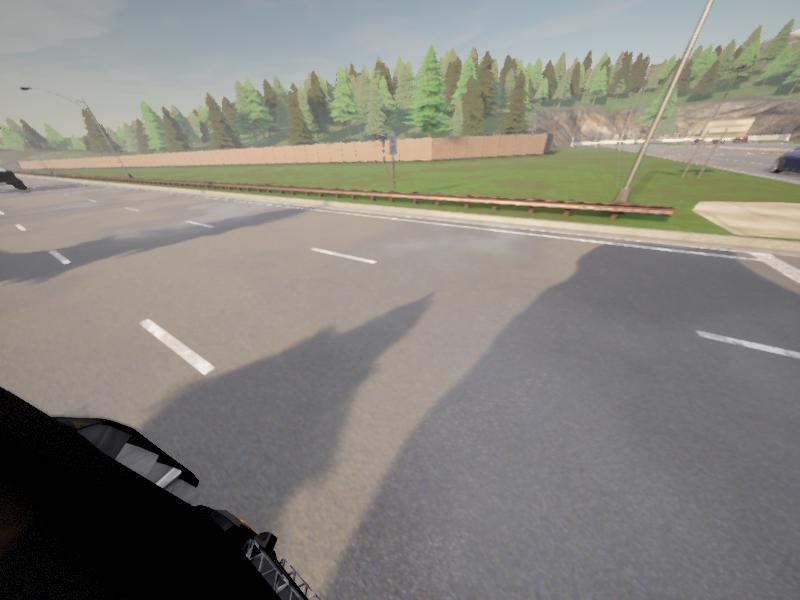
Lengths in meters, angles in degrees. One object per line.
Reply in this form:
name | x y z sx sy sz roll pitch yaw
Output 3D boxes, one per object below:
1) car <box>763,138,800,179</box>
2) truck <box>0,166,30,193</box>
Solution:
car | 22.694 -7.438 12.081 2.097 1.767 4.553 17 38 26
truck | -41.009 -12.279 23.432 6.274 2.098 2.390 16 38 26
